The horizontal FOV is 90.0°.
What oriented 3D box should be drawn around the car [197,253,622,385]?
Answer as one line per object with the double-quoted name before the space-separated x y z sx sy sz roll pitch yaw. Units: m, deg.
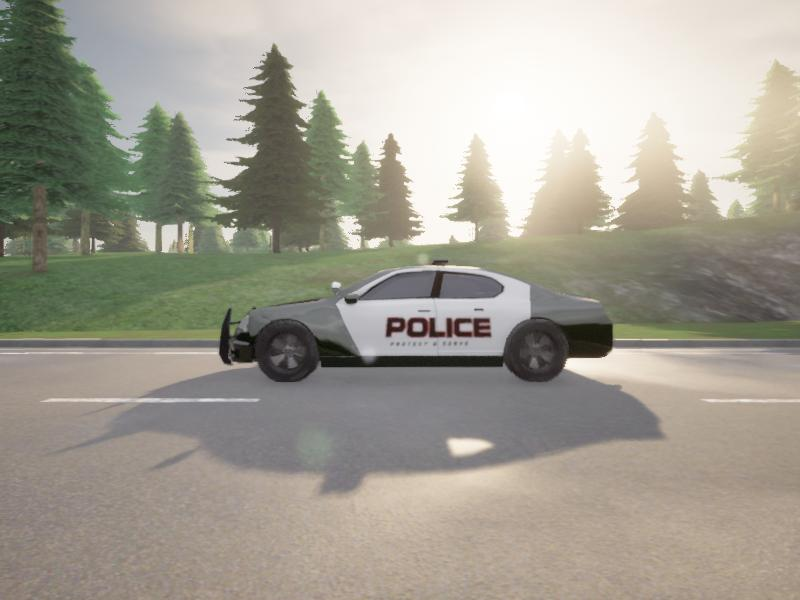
"car" 0.114 0.227 5.699 4.974 1.542 2.038 0 0 0
